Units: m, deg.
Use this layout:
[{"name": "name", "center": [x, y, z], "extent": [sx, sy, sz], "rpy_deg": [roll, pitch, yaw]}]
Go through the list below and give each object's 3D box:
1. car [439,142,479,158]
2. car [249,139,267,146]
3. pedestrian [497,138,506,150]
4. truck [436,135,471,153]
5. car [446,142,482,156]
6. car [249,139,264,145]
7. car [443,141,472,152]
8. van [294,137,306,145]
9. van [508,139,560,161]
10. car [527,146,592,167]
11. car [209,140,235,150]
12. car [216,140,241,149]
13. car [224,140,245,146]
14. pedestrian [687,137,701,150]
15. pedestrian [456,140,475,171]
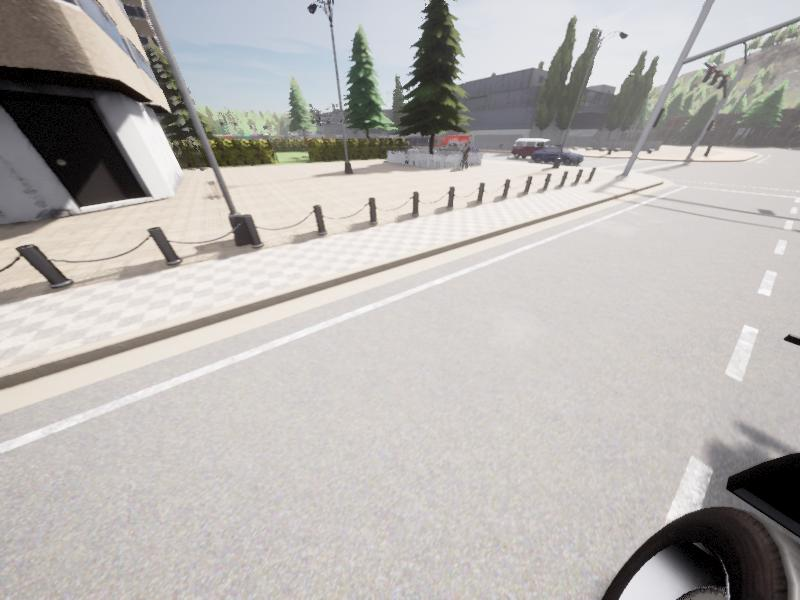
[{"name": "car", "center": [7.862, -20.298, 31.215], "extent": [2.152, 1.651, 5.027], "rpy_deg": [-21, 40, -27]}, {"name": "car", "center": [-47.528, -52.798, 77.167], "extent": [4.605, 1.855, 1.932], "rpy_deg": [-21, 40, -27]}, {"name": "pedestrian", "center": [18.555, -28.581, 42.369], "extent": [0.751, 1.860, 0.751], "rpy_deg": [-12, 37, -16]}, {"name": "truck", "center": [9.045, -26.854, 39.764], "extent": [2.627, 2.467, 5.204], "rpy_deg": [-21, 40, -27]}, {"name": "car", "center": [9.448, -22.521, 34.428], "extent": [1.882, 1.535, 5.008], "rpy_deg": [-21, 41, -27]}, {"name": "car", "center": [-49.099, -54.192, 79.159], "extent": [3.866, 1.878, 1.905], "rpy_deg": [-21, 40, -27]}, {"name": "car", "center": [10.627, -28.754, 43.218], "extent": [1.801, 1.575, 5.366], "rpy_deg": [-21, 40, -27]}, {"name": "van", "center": [-36.735, -58.491, 84.948], "extent": [2.351, 2.431, 6.366], "rpy_deg": [-21, 40, -26]}, {"name": "van", "center": [15.446, -17.611, 26.991], "extent": [2.069, 2.038, 4.480], "rpy_deg": [-22, 40, -27]}, {"name": "car", "center": [15.151, -13.960, 22.335], "extent": [1.812, 1.442, 4.674], "rpy_deg": [-20, 40, -26]}, {"name": "car", "center": [-42.814, -37.428, 55.621], "extent": [4.605, 1.855, 1.932], "rpy_deg": [-22, 40, -27]}, {"name": "car", "center": [-43.585, -39.562, 58.652], "extent": [4.605, 1.855, 1.932], "rpy_deg": [-22, 40, -27]}, {"name": "car", "center": [-55.957, -53.206, 78.211], "extent": [5.357, 1.415, 2.033], "rpy_deg": [-21, 40, -27]}, {"name": "pedestrian", "center": [51.760, -27.526, 40.655], "extent": [0.751, 1.860, 0.751], "rpy_deg": [-25, 42, -31]}, {"name": "pedestrian", "center": [4.826, -10.704, 17.115], "extent": [0.751, 1.860, 0.751], "rpy_deg": [-28, 44, -33]}]
